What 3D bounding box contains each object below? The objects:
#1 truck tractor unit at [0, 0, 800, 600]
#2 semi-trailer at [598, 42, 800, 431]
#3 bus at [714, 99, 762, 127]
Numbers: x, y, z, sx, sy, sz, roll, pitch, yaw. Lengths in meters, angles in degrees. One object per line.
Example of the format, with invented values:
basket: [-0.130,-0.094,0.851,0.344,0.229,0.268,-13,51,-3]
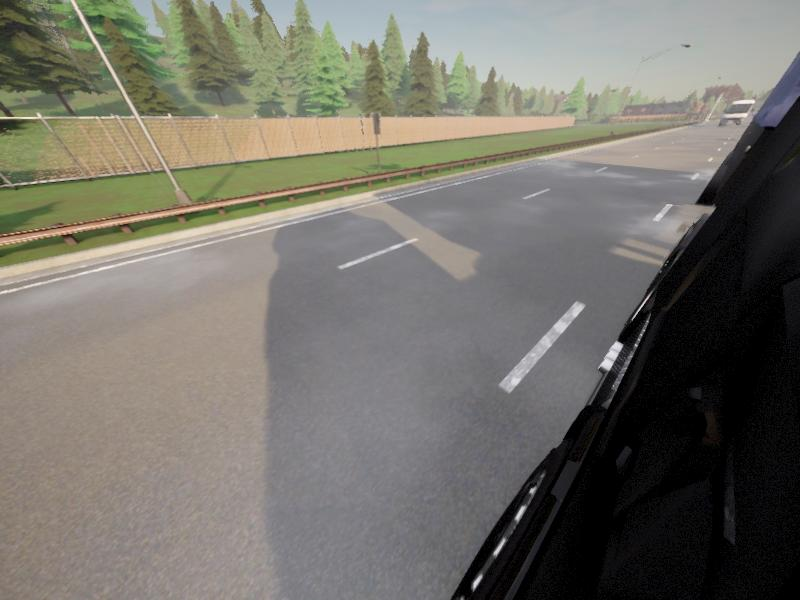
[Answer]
truck tractor unit: [2.645,-0.295,0.352,6.516,4.208,3.053,-28,44,-30]
semi-trailer: [8.697,-3.587,4.255,14.254,4.402,2.717,-28,44,-30]
bus: [73.116,-40.385,50.003,10.273,4.253,3.944,-28,44,-30]
